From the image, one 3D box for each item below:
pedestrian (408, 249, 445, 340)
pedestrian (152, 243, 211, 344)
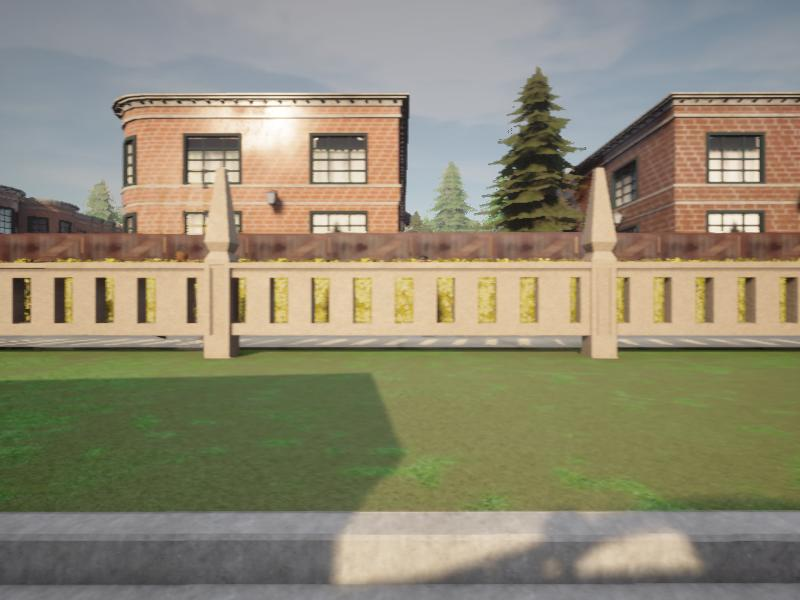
[{"bbox_3d":[0.561,-0.115,8.624,0.751,1.860,0.751,0,0,0],"label":"pedestrian"},{"bbox_3d":[-4.199,-0.113,7.731,0.751,1.860,0.751,0,0,-2],"label":"pedestrian"}]
